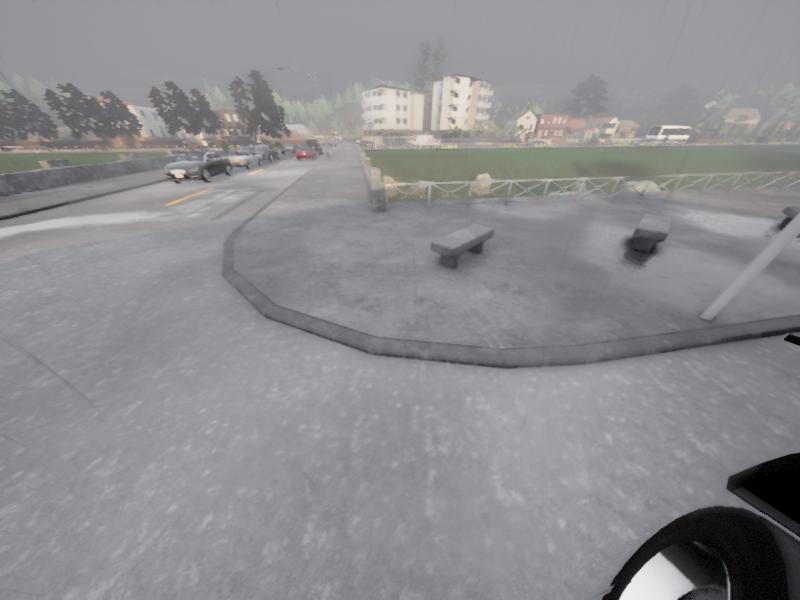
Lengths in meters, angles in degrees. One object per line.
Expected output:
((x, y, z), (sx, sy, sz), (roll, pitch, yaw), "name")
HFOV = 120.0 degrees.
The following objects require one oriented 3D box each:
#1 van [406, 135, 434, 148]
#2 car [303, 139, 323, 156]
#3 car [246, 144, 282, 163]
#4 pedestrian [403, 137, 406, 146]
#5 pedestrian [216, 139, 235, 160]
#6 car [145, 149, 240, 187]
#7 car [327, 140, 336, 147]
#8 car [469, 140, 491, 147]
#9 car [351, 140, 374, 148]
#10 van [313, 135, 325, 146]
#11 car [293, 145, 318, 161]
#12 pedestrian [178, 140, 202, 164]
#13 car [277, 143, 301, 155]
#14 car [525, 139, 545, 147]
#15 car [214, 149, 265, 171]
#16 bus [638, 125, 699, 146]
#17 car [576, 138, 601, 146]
((4.720, -37.865, 55.105), (6.366, 2.431, 2.351), (-6, 36, -8), "van")
((-12.397, -21.869, 33.099), (1.905, 1.878, 3.866), (-6, 36, -8), "car")
((-14.832, -16.179, 25.435), (1.837, 1.490, 4.892), (-6, 36, -8), "car")
((1.170, -40.991, 59.590), (0.751, 1.860, 0.751), (-6, 36, -9), "pedestrian")
((-18.864, -16.264, 25.031), (0.751, 1.860, 0.751), (0, 35, 1), "pedestrian")
((-12.439, -8.384, 14.432), (2.128, 1.511, 4.902), (-5, 36, -7), "car")
((-18.353, -42.168, 62.073), (1.970, 1.475, 3.806), (-7, 36, -9), "car")
((19.843, -38.913, 57.504), (4.718, 1.301, 1.895), (-6, 36, -8), "car")
((-8.670, -36.123, 53.507), (4.892, 1.490, 1.837), (-7, 36, -9), "car")
((-23.833, -47.137, 68.272), (2.351, 2.431, 6.366), (-6, 36, -8), "van")
((-11.181, -17.583, 27.508), (1.994, 1.385, 4.181), (-7, 36, -9), "car")
((-19.342, -13.654, 21.358), (0.751, 1.860, 0.751), (-5, 36, -7), "pedestrian")
((-16.947, -23.227, 35.459), (2.033, 1.411, 5.357), (-6, 36, -8), "car")
((34.710, -40.473, 59.491), (3.806, 1.475, 1.970), (-6, 36, -8), "car")
((-13.699, -12.249, 20.066), (1.895, 1.301, 4.718), (-6, 36, -8), "car")
((69.849, -42.842, 60.296), (10.273, 4.253, 3.944), (-6, 36, -8), "bus")
((50.236, -42.094, 61.571), (4.856, 1.649, 2.033), (-6, 36, -8), "car")
